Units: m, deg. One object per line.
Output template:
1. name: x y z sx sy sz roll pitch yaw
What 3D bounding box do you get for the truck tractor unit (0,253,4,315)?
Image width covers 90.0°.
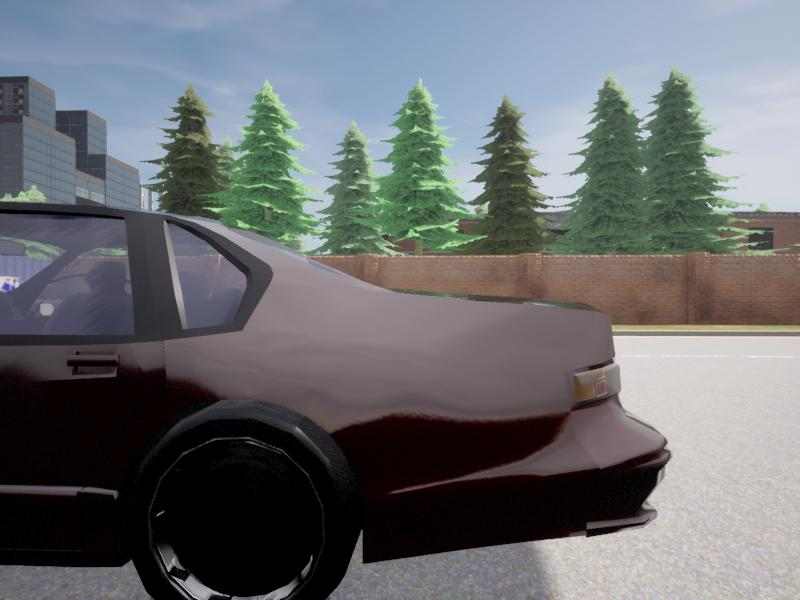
1. truck tractor unit: -28.729 -1.115 24.123 3.053 4.208 6.516 0 0 2

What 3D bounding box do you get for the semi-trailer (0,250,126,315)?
1. semi-trailer: -28.441 -1.217 32.032 2.717 4.402 14.254 0 0 2

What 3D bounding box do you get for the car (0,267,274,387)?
1. car: -4.212 0.307 5.691 4.181 1.385 1.994 0 0 2

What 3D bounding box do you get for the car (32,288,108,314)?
1. car: -24.995 0.052 30.551 1.932 1.855 4.605 0 0 2

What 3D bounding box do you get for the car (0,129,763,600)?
1. car: -1.761 0.294 2.089 5.357 1.411 2.033 0 0 2

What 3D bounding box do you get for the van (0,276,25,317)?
1. van: -25.292 -0.222 22.482 2.351 2.431 6.366 0 0 2
